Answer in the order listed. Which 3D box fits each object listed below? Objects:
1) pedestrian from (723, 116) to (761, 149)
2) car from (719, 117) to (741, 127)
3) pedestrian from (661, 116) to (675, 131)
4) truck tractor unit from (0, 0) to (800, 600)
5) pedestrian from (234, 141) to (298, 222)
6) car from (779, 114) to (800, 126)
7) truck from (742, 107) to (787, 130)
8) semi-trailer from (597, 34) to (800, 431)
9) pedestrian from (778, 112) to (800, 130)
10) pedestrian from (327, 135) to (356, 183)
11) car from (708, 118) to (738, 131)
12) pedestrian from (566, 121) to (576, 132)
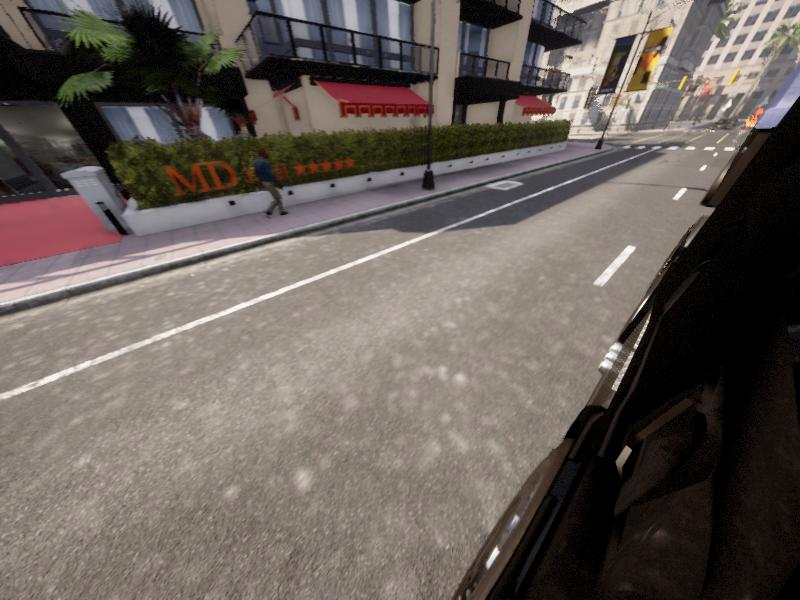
[{"bbox_3d":[25.129,-12.286,16.986,0.751,1.860,0.751,-28,43,-30],"label":"pedestrian"},{"bbox_3d":[64.364,-34.673,45.047,4.181,1.385,1.994,-28,44,-30],"label":"car"},{"bbox_3d":[44.736,-29.466,38.584,0.751,1.860,0.751,-29,44,-31],"label":"pedestrian"},{"bbox_3d":[2.645,-0.295,0.351,6.516,4.208,3.053,-28,44,-30],"label":"truck tractor unit"},{"bbox_3d":[-3.682,-3.307,6.490,0.751,1.860,0.751,27,46,34],"label":"pedestrian"},{"bbox_3d":[68.992,-31.718,40.689,4.193,1.474,1.816,-28,43,-30],"label":"car"},{"bbox_3d":[54.837,-27.347,34.878,5.204,2.467,2.627,-28,43,-30],"label":"truck"},{"bbox_3d":[8.729,-3.575,4.211,14.254,4.402,2.717,-28,43,-29],"label":"semi-trailer"},{"bbox_3d":[51.968,-23.854,30.835,0.751,1.860,0.751,-22,41,-24],"label":"pedestrian"},{"bbox_3d":[-2.772,-6.717,11.017,0.751,1.860,0.751,-29,44,-31],"label":"pedestrian"},{"bbox_3d":[50.603,-27.499,36.173,4.892,1.490,1.837,-26,42,-29],"label":"car"},{"bbox_3d":[35.251,-35.747,47.632,0.751,1.860,0.751,-26,42,-28],"label":"pedestrian"}]
